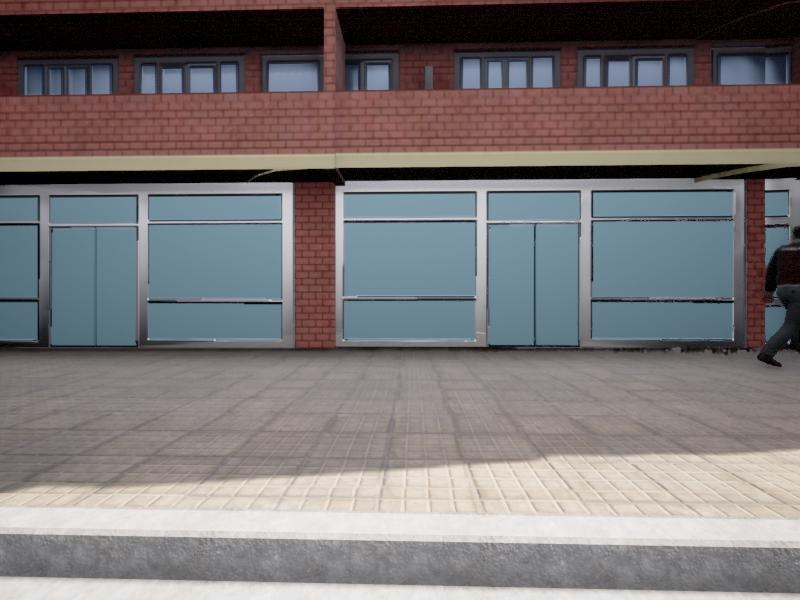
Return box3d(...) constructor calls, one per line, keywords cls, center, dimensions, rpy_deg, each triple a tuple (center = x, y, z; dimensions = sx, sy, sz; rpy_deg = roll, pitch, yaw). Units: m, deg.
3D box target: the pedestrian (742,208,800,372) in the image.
box3d(cls="pedestrian", center=(4.902, -0.115, 4.925), dimensions=(0.751, 1.860, 0.751), rpy_deg=(0, 0, 1))
